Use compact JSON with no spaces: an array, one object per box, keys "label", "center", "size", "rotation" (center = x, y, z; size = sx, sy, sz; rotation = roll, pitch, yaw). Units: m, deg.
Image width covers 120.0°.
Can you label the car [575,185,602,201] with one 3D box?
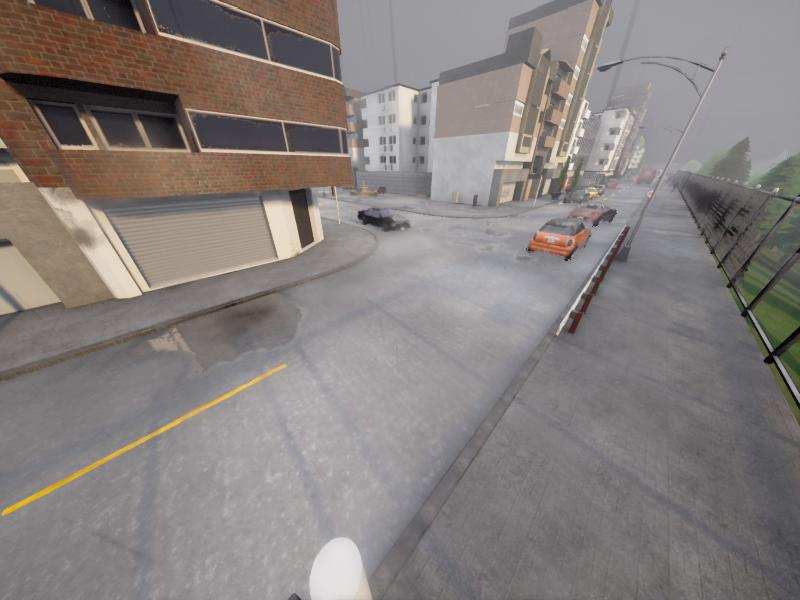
[{"label":"car","center":[27.818,-15.809,34.016],"size":[5.366,1.575,1.801],"rotation":[-27,39,-38]}]

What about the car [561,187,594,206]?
[{"label":"car","center":[22.786,-13.386,29.605],"size":[4.553,1.767,2.097],"rotation":[-27,39,-38]}]

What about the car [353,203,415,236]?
[{"label":"car","center":[-1.395,-6.397,17.900],"size":[2.033,1.411,5.357],"rotation":[-21,36,-32]}]

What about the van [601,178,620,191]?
[{"label":"van","center":[42.624,-23.386,46.731],"size":[4.442,1.987,1.775],"rotation":[-27,39,-38]}]

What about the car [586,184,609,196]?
[{"label":"car","center":[32.706,-18.205,38.270],"size":[1.970,1.475,3.806],"rotation":[27,39,38]}]

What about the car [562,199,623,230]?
[{"label":"car","center":[15.904,-7.198,19.058],"size":[5.027,1.651,2.152],"rotation":[-20,36,-31]}]

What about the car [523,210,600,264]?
[{"label":"car","center":[9.025,-3.683,12.797],"size":[4.553,1.767,2.097],"rotation":[-26,39,-38]}]

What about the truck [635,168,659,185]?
[{"label":"truck","center":[66.329,-33.203,61.891],"size":[8.468,3.827,2.891],"rotation":[-27,39,-38]}]

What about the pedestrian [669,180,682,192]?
[{"label":"pedestrian","center":[49.250,-20.330,41.311],"size":[0.751,1.860,0.751],"rotation":[-24,37,-35]}]
